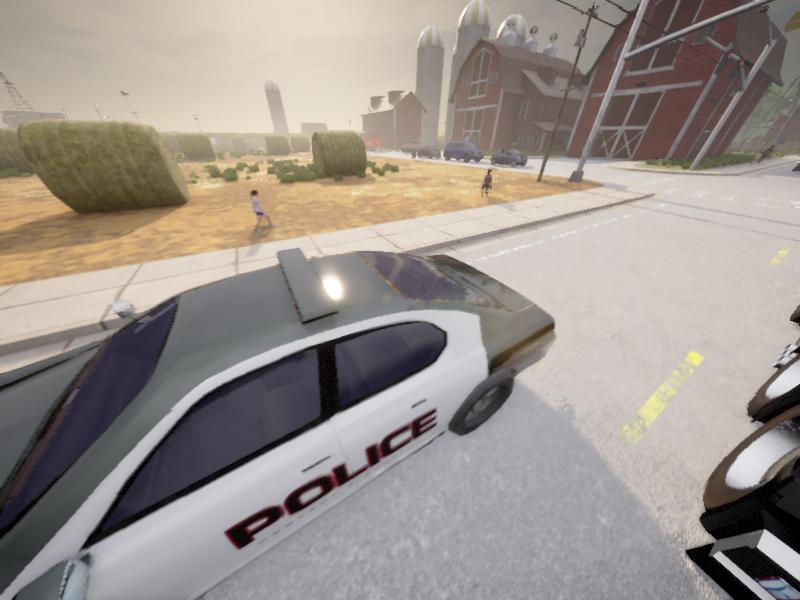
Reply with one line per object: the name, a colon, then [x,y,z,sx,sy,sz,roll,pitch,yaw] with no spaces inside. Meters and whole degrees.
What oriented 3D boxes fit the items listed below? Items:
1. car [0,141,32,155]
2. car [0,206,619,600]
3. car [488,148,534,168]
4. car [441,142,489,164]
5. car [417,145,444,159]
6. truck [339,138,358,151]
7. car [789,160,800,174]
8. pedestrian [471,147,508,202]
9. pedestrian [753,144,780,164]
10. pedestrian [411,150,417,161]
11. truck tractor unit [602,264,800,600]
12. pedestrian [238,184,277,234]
car: [-61.205,-23.749,35.977,2.097,1.767,4.553,-16,38,-23]
car: [-1.040,0.567,1.838,4.974,1.542,2.038,-18,39,-25]
car: [11.238,-14.543,23.602,1.845,1.501,3.633,-19,39,-25]
car: [7.707,-18.071,28.195,2.150,2.045,5.566,-19,39,-25]
car: [4.235,-21.111,32.965,1.789,1.549,3.705,-19,39,-26]
truck: [-12.234,-36.918,54.723,2.627,2.467,5.204,-19,40,-26]
car: [36.923,-11.976,20.327,4.181,1.385,1.994,-19,39,-25]
pedestrian: [3.594,-5.094,9.384,0.751,1.860,0.751,-27,43,-33]
pedestrian: [41.918,-16.710,26.434,0.751,1.860,0.751,-19,39,-25]
pedestrian: [1.658,-16.913,27.001,0.500,1.100,0.500,28,43,33]
truck tractor unit: [5.110,-0.302,0.779,6.516,4.208,3.053,-18,39,-24]
pedestrian: [-3.783,-2.419,6.152,0.500,1.100,0.500,-23,41,-30]
